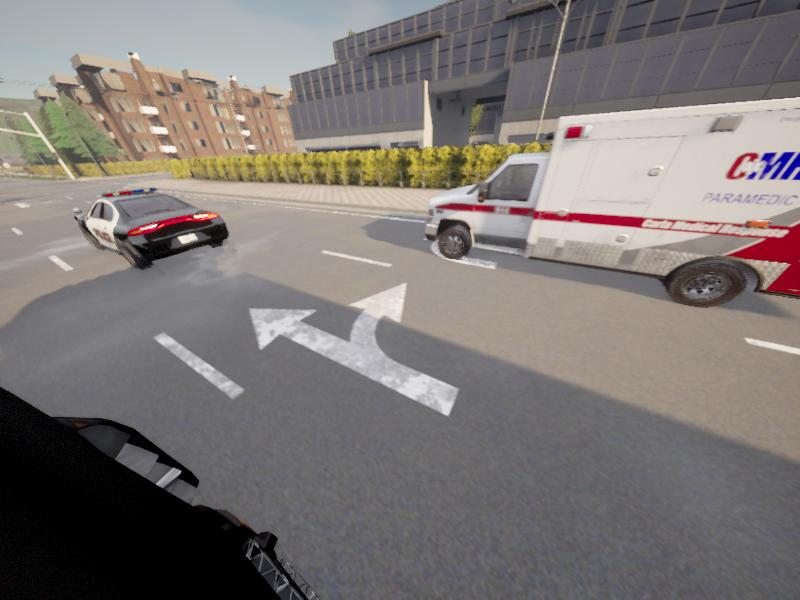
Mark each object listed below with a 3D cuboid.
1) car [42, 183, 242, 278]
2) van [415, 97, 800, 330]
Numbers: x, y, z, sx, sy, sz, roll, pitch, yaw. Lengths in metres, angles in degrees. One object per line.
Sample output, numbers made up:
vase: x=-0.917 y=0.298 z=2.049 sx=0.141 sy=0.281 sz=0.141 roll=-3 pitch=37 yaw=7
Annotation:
car: x=-7.156 y=-2.216 z=6.437 sx=4.974 sy=1.542 sz=2.038 roll=15 pitch=38 yaw=26
van: x=3.663 y=-1.785 z=4.175 sx=6.366 sy=2.431 sz=2.351 roll=16 pitch=38 yaw=25
